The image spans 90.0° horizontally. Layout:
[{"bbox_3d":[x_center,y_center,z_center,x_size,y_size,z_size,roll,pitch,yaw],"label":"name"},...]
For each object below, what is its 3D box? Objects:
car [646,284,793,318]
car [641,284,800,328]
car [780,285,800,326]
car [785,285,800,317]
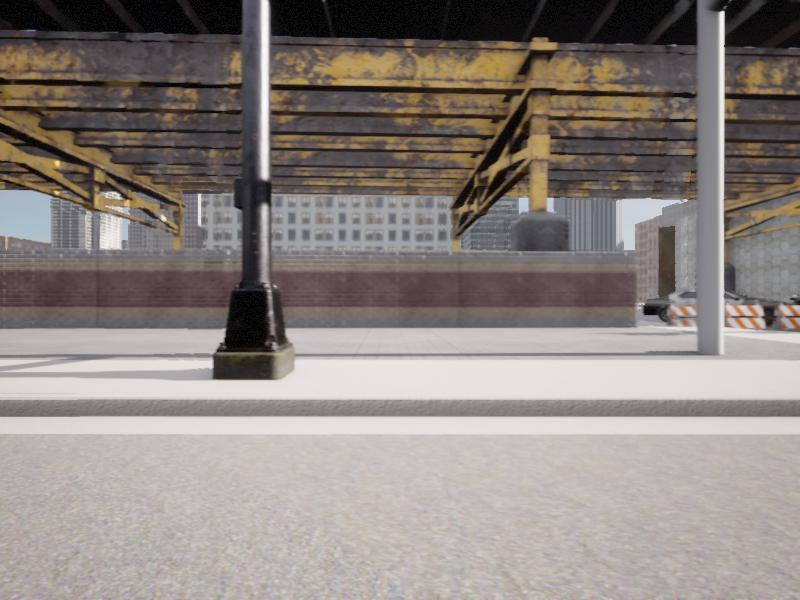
[{"bbox_3d":[12.909,0.045,16.404,4.536,1.218,1.853,0,0,44],"label":"car"},{"bbox_3d":[12.947,0.202,16.369,4.974,1.542,2.038,0,0,44],"label":"car"},{"bbox_3d":[17.555,0.204,16.379,4.974,1.542,2.038,0,0,-36],"label":"car"},{"bbox_3d":[17.596,0.047,16.410,4.536,1.218,1.853,0,0,-36],"label":"car"}]
